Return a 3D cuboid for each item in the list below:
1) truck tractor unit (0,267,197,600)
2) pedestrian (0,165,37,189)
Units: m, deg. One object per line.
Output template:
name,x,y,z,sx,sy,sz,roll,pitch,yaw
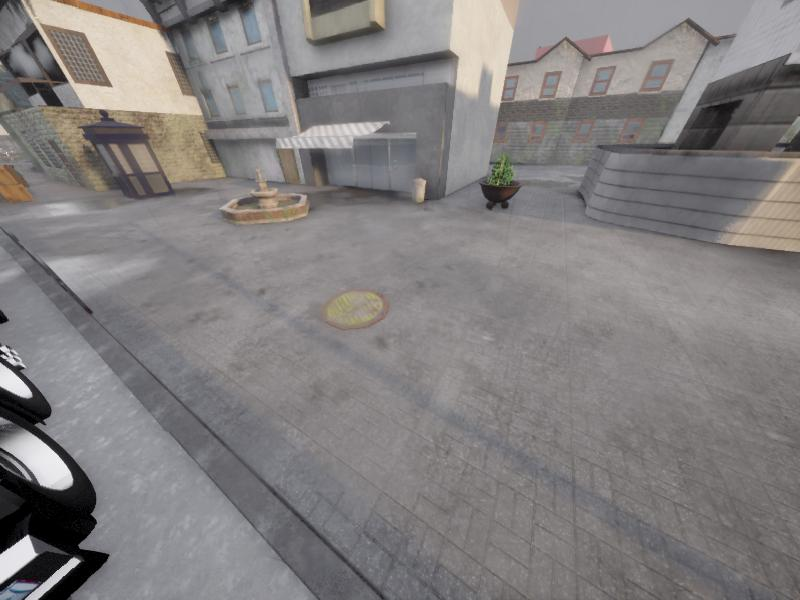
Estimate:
truck tractor unit,-5.117,-0.295,0.774,6.516,4.208,3.053,18,39,24
pedestrian,-20.845,-6.735,12.639,0.500,1.100,0.500,-24,41,-30
